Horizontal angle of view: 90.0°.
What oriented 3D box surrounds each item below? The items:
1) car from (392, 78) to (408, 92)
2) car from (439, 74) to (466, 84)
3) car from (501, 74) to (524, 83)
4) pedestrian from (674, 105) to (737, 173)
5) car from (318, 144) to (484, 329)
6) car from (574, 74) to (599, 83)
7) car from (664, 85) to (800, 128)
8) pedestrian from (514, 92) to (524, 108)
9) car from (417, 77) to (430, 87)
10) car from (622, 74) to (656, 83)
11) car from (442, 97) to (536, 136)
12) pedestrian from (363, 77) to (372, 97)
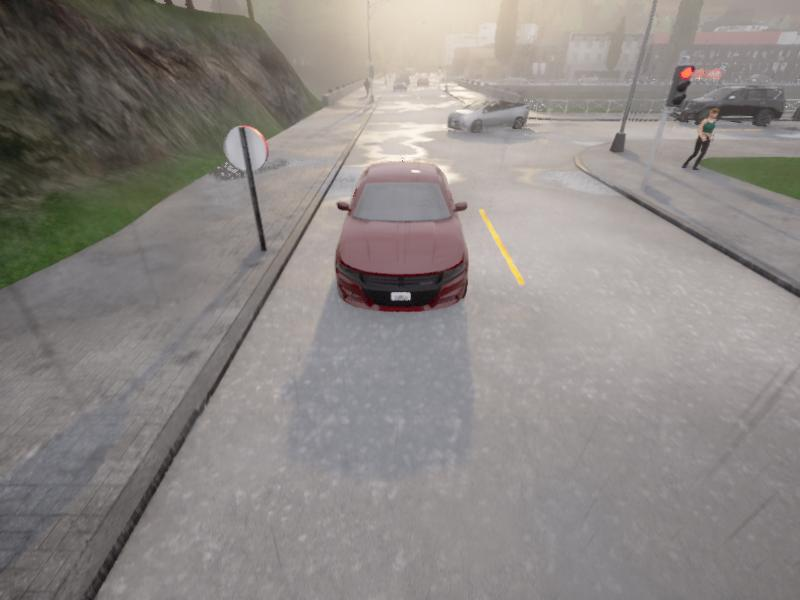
[{"bbox_3d":[0.008,-29.678,55.146,2.038,1.542,4.974,0,31,0],"label":"car"},{"bbox_3d":[10.463,-44.277,79.985,5.027,1.651,2.152,2,31,4],"label":"car"},{"bbox_3d":[22.432,-44.177,79.832,3.988,1.617,1.851,0,30,0],"label":"car"},{"bbox_3d":[9.388,-4.966,12.379,0.751,1.860,0.751,0,30,0],"label":"pedestrian"},{"bbox_3d":[0.039,-1.540,7.099,1.882,1.535,5.008,0,30,1],"label":"car"},{"bbox_3d":[37.165,-44.182,79.842,3.988,1.617,1.851,0,30,0],"label":"car"},{"bbox_3d":[18.961,-11.190,23.081,5.566,2.045,2.150,0,30,0],"label":"car"},{"bbox_3d":[9.366,-15.802,31.614,0.500,1.100,0.500,0,30,0],"label":"pedestrian"},{"bbox_3d":[3.975,-37.745,69.084,1.994,1.385,4.181,0,30,0],"label":"car"},{"bbox_3d":[47.667,-44.200,79.840,5.238,1.638,1.930,0,30,0],"label":"car"},{"bbox_3d":[4.696,-9.813,21.236,4.514,1.525,2.007,-15,34,-25],"label":"car"},{"bbox_3d":[-3.446,-22.689,42.635,0.751,1.860,0.751,1,30,2],"label":"pedestrian"}]
